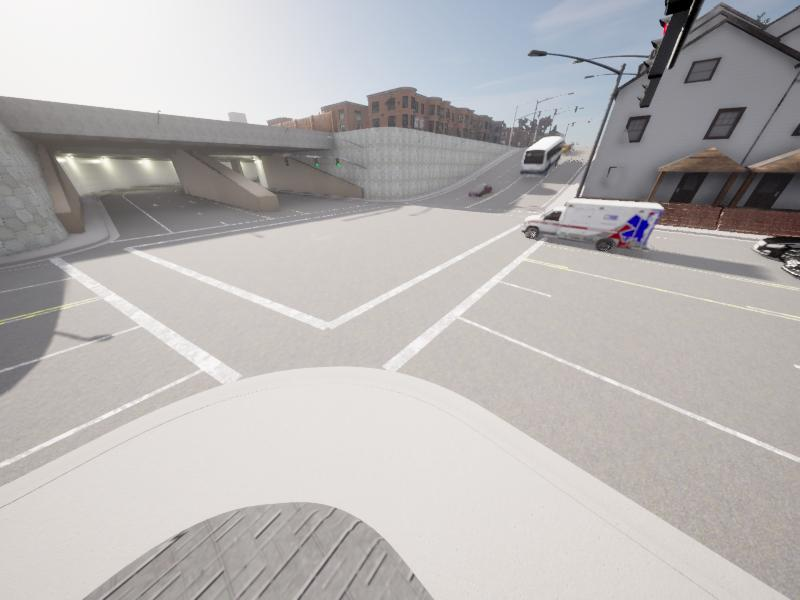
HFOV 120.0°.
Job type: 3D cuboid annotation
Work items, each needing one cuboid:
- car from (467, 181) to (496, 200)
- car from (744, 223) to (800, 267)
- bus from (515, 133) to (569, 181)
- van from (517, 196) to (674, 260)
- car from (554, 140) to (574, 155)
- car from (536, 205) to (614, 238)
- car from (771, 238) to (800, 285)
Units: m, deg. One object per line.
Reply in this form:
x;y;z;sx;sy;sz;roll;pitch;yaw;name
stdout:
11.364;-15.389;32.255;1.812;1.442;4.674;25;45;36;car
20.741;-2.256;10.708;4.902;1.511;2.128;24;38;35;car
22.947;-23.090;37.227;3.944;4.253;10.273;24;52;34;bus
11.027;-4.599;13.869;6.366;2.431;2.351;23;37;35;van
32.153;-29.897;45.284;1.801;1.575;5.366;24;50;34;car
12.679;-5.881;16.938;3.988;1.617;1.851;24;37;37;car
18.498;-0.908;8.388;4.892;1.490;1.837;24;38;35;car
